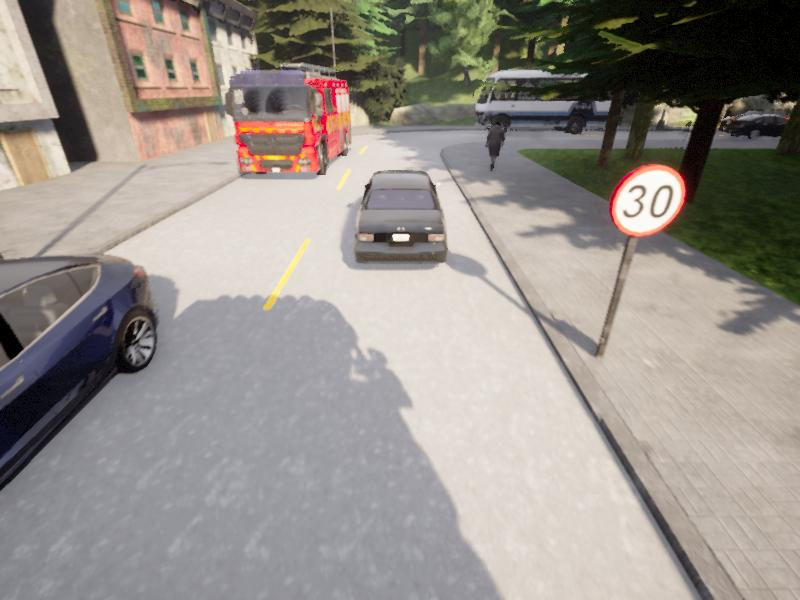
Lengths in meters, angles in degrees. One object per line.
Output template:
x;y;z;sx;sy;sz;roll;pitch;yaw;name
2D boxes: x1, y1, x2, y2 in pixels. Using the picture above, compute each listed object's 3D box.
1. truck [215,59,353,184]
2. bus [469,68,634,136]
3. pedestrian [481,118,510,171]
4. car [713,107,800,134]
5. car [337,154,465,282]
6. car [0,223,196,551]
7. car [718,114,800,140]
-4.170;-7.815;17.120;2.891;3.827;8.468;1;28;2;truck
10.819;-14.827;30.031;10.273;4.253;3.944;-1;28;-1;bus
3.773;-6.150;15.817;0.751;1.860;0.751;12;30;21;pedestrian
27.442;-13.844;30.849;4.553;1.767;2.097;0;28;0;car
0.010;-2.180;9.039;2.033;1.411;5.357;0;28;0;car
-3.994;0.812;3.249;2.163;1.488;4.792;0;28;0;car
25.094;-11.843;27.362;4.892;1.490;1.837;0;28;0;car
